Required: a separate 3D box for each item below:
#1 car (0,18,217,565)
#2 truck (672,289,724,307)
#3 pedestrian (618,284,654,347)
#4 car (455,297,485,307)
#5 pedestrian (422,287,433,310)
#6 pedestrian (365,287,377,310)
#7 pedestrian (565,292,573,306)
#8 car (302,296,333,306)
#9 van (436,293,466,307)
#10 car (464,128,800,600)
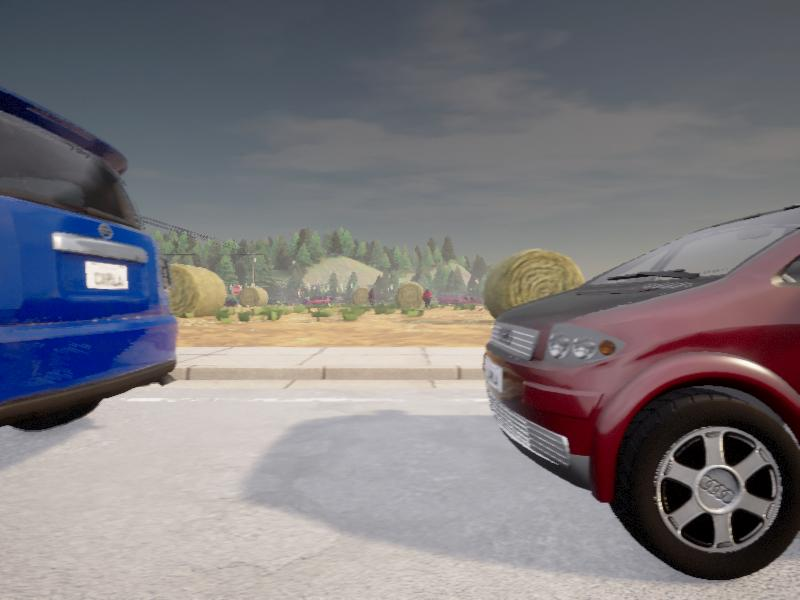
[{"bbox_3d":[-4.278,-0.034,2.195,5.566,2.045,2.150,0,0,0],"label":"car"},{"bbox_3d":[41.460,-0.238,55.825,5.204,2.467,2.627,0,0,4],"label":"truck"},{"bbox_3d":[4.306,0.266,7.319,0.500,1.100,0.500,0,0,21],"label":"pedestrian"},{"bbox_3d":[10.083,0.250,57.920,4.193,1.474,1.816,0,0,4],"label":"car"},{"bbox_3d":[2.199,-0.119,32.387,0.751,1.860,0.751,0,0,-9],"label":"pedestrian"},{"bbox_3d":[-2.435,-0.120,33.437,0.751,1.860,0.751,0,0,14],"label":"pedestrian"},{"bbox_3d":[21.580,-0.115,51.111,0.751,1.860,0.751,0,0,-39],"label":"pedestrian"},{"bbox_3d":[-12.942,0.216,62.964,4.514,1.525,2.007,0,0,4],"label":"car"},{"bbox_3d":[7.800,-0.006,61.579,4.442,1.987,1.775,0,0,4],"label":"van"},{"bbox_3d":[2.354,0.215,2.202,3.705,1.549,1.789,0,0,0],"label":"car"}]
